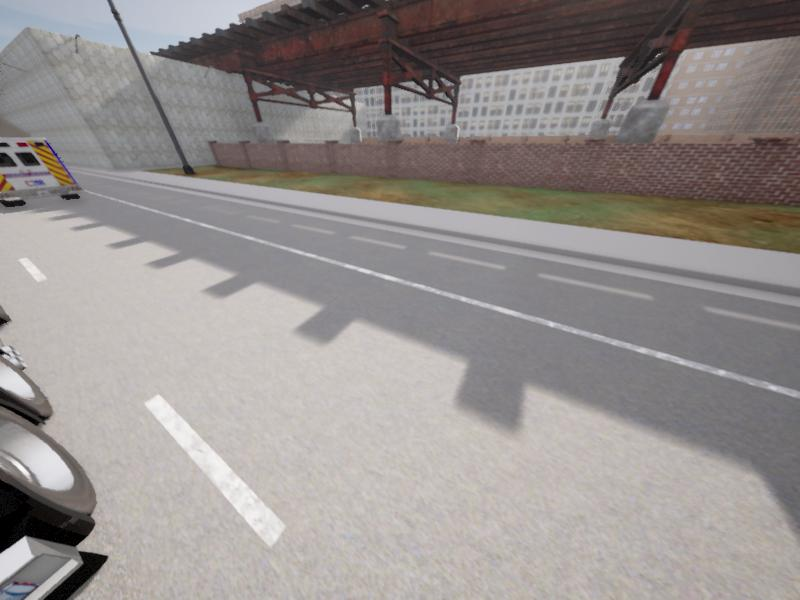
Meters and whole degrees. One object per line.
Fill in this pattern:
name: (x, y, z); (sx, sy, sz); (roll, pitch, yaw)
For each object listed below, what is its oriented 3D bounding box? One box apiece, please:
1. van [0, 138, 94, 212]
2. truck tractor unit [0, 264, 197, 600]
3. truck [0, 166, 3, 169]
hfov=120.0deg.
van: (-17.733, -5.970, 10.652); (6.366, 2.431, 2.351); (18, 39, 24)
truck tractor unit: (-5.118, -0.292, 0.784); (6.516, 4.208, 3.053); (18, 39, 24)
truck: (-45.409, -15.542, 23.476); (8.468, 3.827, 2.891); (18, 39, 24)
